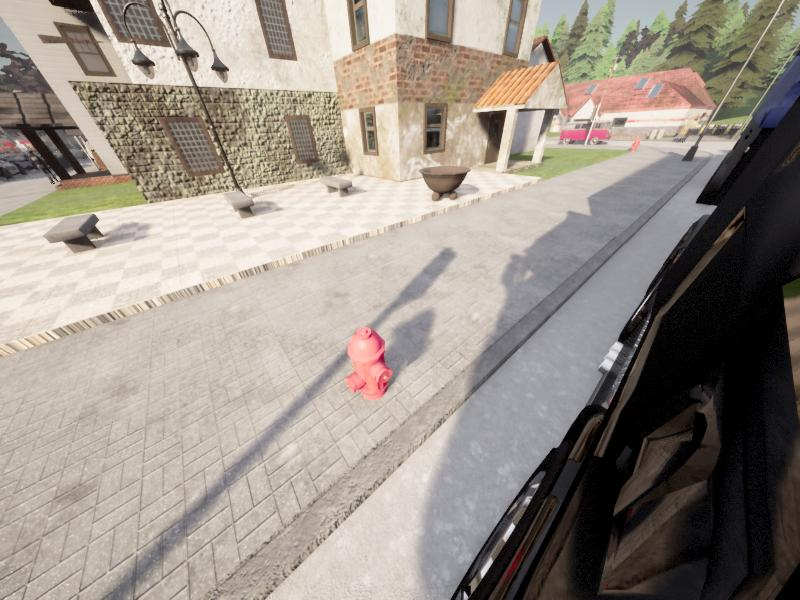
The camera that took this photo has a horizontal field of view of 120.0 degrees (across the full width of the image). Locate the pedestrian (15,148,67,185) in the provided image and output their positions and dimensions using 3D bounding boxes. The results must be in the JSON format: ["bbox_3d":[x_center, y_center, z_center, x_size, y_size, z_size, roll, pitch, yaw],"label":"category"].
[{"bbox_3d":[-22.109,-8.262,14.298,0.751,1.860,0.751,-27,43,-29],"label":"pedestrian"}]

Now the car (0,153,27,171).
[{"bbox_3d":[-45.515,-15.587,26.083,2.163,1.488,4.792,-28,43,-30],"label":"car"}]

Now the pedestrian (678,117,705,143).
[{"bbox_3d":[26.931,-15.739,21.392,0.751,1.860,0.751,-28,44,-30],"label":"pedestrian"}]

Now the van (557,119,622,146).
[{"bbox_3d":[19.198,-17.169,23.723,1.775,1.987,4.442,-28,43,-30],"label":"van"}]

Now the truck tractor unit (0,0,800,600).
[{"bbox_3d":[2.645,-0.295,0.352,6.516,4.208,3.053,-28,44,-30],"label":"truck tractor unit"}]

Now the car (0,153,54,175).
[{"bbox_3d":[-37.353,-13.631,23.053,1.994,1.385,4.181,-28,44,-30],"label":"car"}]

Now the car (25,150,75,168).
[{"bbox_3d":[-42.723,-17.370,28.364,2.033,1.411,5.357,-28,44,-30],"label":"car"}]

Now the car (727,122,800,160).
[{"bbox_3d":[21.444,-9.337,13.478,1.789,1.549,3.705,25,45,32],"label":"car"}]

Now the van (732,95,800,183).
[{"bbox_3d":[16.591,-6.758,9.523,5.915,2.561,1.988,-26,43,-28],"label":"van"}]

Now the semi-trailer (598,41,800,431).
[{"bbox_3d":[8.682,-3.617,4.242,14.254,4.402,2.717,-28,44,-30],"label":"semi-trailer"}]

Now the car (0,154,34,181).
[{"bbox_3d":[-33.185,-10.798,18.876,2.038,1.542,4.974,-28,44,-30],"label":"car"}]
